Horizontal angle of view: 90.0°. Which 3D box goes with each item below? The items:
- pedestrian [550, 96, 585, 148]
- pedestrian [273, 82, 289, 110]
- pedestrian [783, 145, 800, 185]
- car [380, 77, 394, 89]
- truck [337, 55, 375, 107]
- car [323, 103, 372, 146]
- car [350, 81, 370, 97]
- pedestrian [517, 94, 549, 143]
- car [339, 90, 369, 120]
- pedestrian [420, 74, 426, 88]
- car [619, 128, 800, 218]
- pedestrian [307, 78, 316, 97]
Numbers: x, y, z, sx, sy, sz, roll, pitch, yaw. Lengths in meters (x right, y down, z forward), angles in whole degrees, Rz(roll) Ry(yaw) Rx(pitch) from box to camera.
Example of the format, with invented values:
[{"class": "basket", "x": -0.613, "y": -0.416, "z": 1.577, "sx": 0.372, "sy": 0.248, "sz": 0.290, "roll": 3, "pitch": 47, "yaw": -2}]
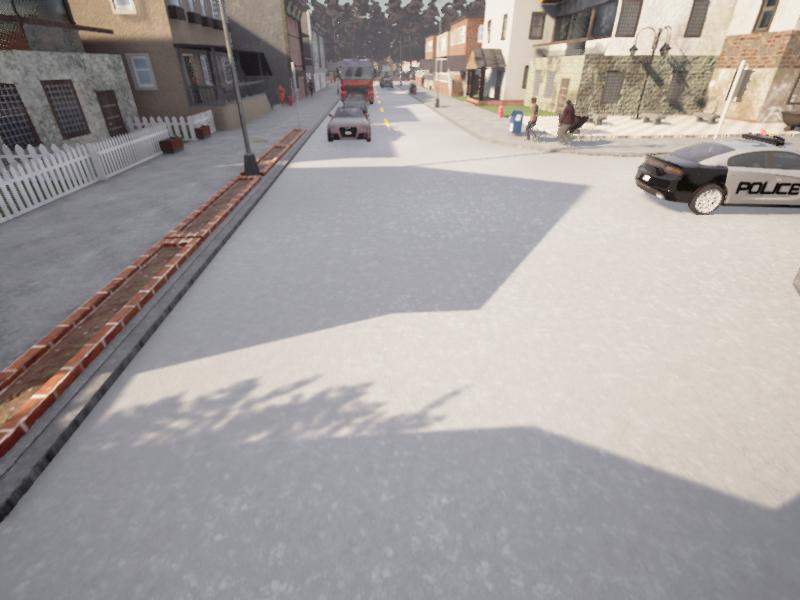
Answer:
[{"class": "pedestrian", "x": 6.904, "y": -7.372, "z": 16.524, "sx": 0.751, "sy": 1.860, "sz": 0.751, "roll": 26, "pitch": 39, "yaw": 37}, {"class": "pedestrian", "x": -9.147, "y": -15.725, "z": 30.845, "sx": 0.751, "sy": 1.860, "sz": 0.751, "roll": 2, "pitch": 30, "yaw": 4}, {"class": "pedestrian", "x": 11.846, "y": -3.981, "z": 11.695, "sx": 0.500, "sy": 1.100, "sz": 0.500, "roll": 17, "pitch": 34, "yaw": 26}, {"class": "car", "x": -2.177, "y": -35.407, "z": 65.128, "sx": 2.038, "sy": 1.542, "sz": 4.974, "roll": -2, "pitch": 30, "yaw": -4}, {"class": "truck", "x": -3.946, "y": -20.445, "z": 37.233, "sx": 2.891, "sy": 3.827, "sz": 8.468, "roll": -2, "pitch": 30, "yaw": -4}, {"class": "car", "x": -2.410, "y": -8.501, "z": 19.216, "sx": 1.994, "sy": 1.385, "sz": 4.181, "roll": -2, "pitch": 30, "yaw": -4}, {"class": "car", "x": -4.760, "y": -25.244, "z": 47.774, "sx": 2.163, "sy": 1.488, "sz": 4.792, "roll": -2, "pitch": 30, "yaw": -4}, {"class": "pedestrian", "x": 5.779, "y": -7.907, "z": 17.441, "sx": 0.751, "sy": 1.860, "sz": 0.751, "roll": 25, "pitch": 39, "yaw": 36}, {"class": "car", "x": -3.090, "y": -13.417, "z": 27.447, "sx": 1.789, "sy": 1.549, "sz": 3.705, "roll": -2, "pitch": 31, "yaw": -4}, {"class": "pedestrian", "x": 3.498, "y": -33.665, "z": 61.563, "sx": 0.751, "sy": 1.860, "sz": 0.751, "roll": -1, "pitch": 30, "yaw": -2}, {"class": "car", "x": 8.657, "y": -3.134, "z": 9.758, "sx": 5.238, "sy": 1.638, "sz": 1.930, "roll": 1, "pitch": 30, "yaw": 0}, {"class": "pedestrian", "x": -9.548, "y": -22.926, "z": 43.176, "sx": 0.751, "sy": 1.860, "sz": 0.751, "roll": -2, "pitch": 30, "yaw": -4}]
